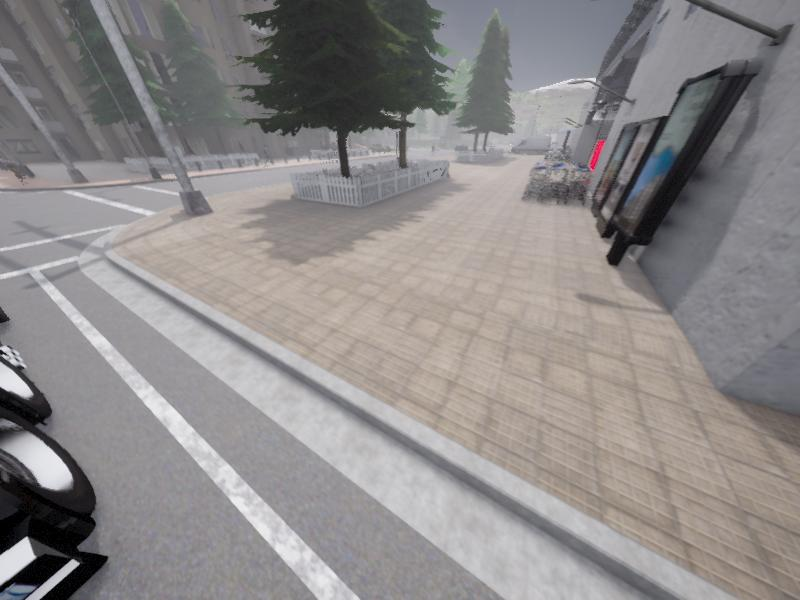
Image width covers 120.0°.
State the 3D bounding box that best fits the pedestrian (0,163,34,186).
[{"bbox_3d":[-21.796,-7.108,13.116,0.500,1.100,0.500,14,37,20],"label":"pedestrian"}]

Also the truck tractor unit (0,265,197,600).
[{"bbox_3d":[-5.112,-0.300,0.779,6.516,4.208,3.053,18,39,24],"label":"truck tractor unit"}]
